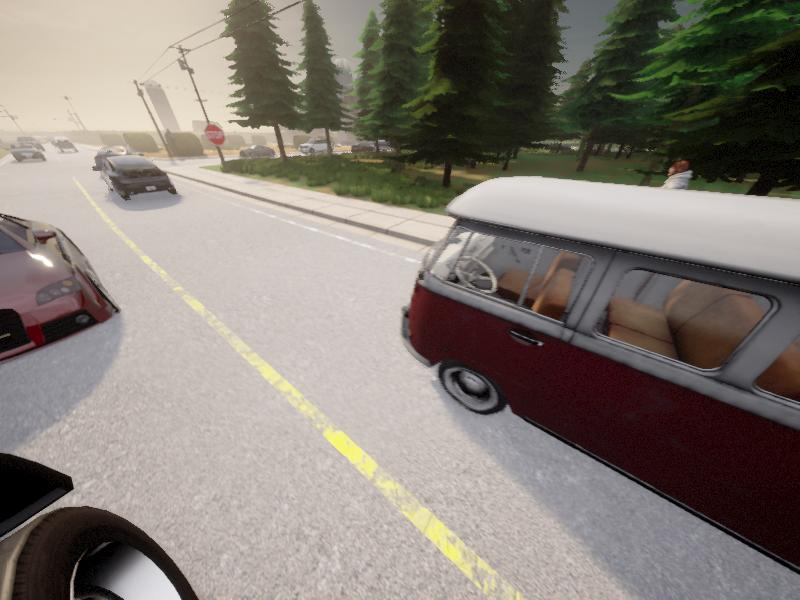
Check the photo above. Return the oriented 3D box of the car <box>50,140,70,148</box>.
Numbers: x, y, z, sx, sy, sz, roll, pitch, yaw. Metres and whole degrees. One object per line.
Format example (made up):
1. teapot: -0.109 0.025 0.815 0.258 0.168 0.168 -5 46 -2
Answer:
1. car: -74.493 -34.164 50.626 4.718 1.301 1.895 25 42 30

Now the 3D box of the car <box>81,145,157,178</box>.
1. car: -20.005 -10.194 16.801 2.152 1.651 5.027 -21 40 -27

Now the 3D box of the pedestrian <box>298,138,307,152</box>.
1. pedestrian: -16.913 -26.893 40.064 0.751 1.860 0.751 22 40 27

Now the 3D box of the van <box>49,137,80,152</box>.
1. van: -55.680 -25.850 38.347 4.480 2.038 2.069 25 42 30

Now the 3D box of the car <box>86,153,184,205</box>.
1. car: -12.266 -5.751 10.665 4.892 1.490 1.837 25 42 30

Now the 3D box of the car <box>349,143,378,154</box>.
1. car: -6.165 -25.957 39.479 2.163 1.488 4.792 22 41 28

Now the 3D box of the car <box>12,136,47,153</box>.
1. car: -60.491 -25.489 37.785 5.566 2.045 2.150 25 42 30

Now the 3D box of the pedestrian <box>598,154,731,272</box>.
1. pedestrian: 4.761 -1.604 4.311 0.751 1.860 0.751 -20 40 -26

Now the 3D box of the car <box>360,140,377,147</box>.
1. car: -9.167 -45.988 67.836 4.892 1.490 1.837 22 40 27

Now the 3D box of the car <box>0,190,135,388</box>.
1. car: -5.998 -0.374 3.198 4.181 1.385 1.994 23 41 29

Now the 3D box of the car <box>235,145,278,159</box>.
1. car: -18.598 -19.393 30.148 1.994 1.385 4.181 22 40 27

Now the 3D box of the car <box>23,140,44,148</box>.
1. car: -78.806 -33.608 49.725 3.806 1.475 1.970 25 42 30

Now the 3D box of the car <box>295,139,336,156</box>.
1. car: -13.137 -24.054 36.221 2.150 2.045 5.566 23 41 28

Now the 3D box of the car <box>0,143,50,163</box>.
1. car: -39.160 -15.491 24.242 4.902 1.511 2.128 24 42 30

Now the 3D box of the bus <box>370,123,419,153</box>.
1. bus: -0.823 -31.499 44.991 3.944 4.253 10.273 23 41 28

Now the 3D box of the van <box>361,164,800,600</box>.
1. van: 2.024 0.316 1.757 4.442 1.987 1.775 23 41 29
